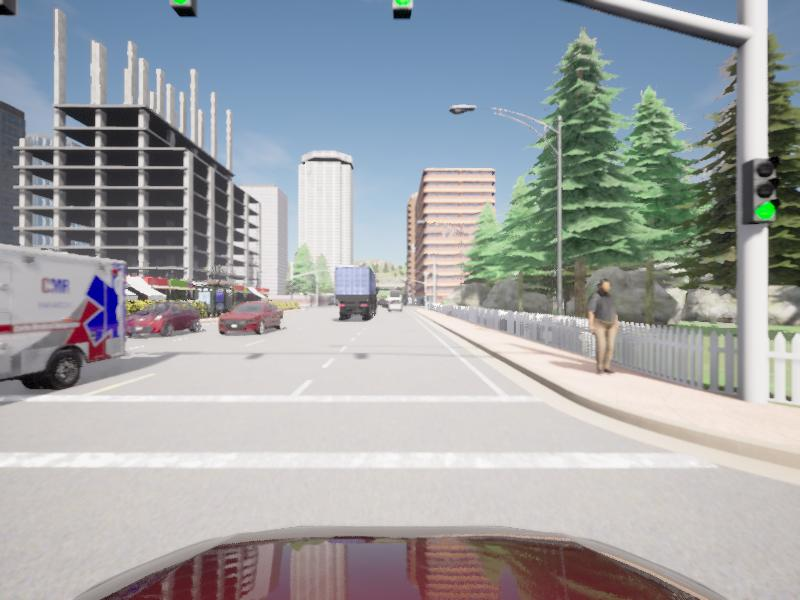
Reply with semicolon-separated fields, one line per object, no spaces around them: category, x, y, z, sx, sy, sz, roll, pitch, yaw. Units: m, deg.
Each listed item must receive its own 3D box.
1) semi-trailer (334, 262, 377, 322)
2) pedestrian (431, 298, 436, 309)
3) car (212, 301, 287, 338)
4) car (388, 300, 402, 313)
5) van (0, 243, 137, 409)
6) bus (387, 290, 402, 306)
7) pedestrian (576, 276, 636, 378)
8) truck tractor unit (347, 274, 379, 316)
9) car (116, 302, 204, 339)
semi-trailer;-3.712;-0.608;36.495;2.717;4.402;14.254;0;0;-2
pedestrian;6.034;0.615;71.537;0.751;1.860;0.751;0;0;0
car;-7.191;0.832;19.769;1.882;1.535;5.008;0;0;-1
car;-0.647;0.811;53.385;1.851;1.617;3.988;0;0;-1
van;-7.019;0.381;5.747;2.351;2.431;6.366;0;0;-1
bus;-1.511;-0.486;108.078;3.944;4.253;10.273;0;0;-1
pedestrian;3.938;0.491;7.704;0.751;1.860;0.751;0;0;-1
truck tractor unit;-3.962;-0.501;44.424;3.053;4.208;6.516;-2;0;-1
car;-10.671;0.835;18.130;1.845;1.501;3.633;0;0;-1
